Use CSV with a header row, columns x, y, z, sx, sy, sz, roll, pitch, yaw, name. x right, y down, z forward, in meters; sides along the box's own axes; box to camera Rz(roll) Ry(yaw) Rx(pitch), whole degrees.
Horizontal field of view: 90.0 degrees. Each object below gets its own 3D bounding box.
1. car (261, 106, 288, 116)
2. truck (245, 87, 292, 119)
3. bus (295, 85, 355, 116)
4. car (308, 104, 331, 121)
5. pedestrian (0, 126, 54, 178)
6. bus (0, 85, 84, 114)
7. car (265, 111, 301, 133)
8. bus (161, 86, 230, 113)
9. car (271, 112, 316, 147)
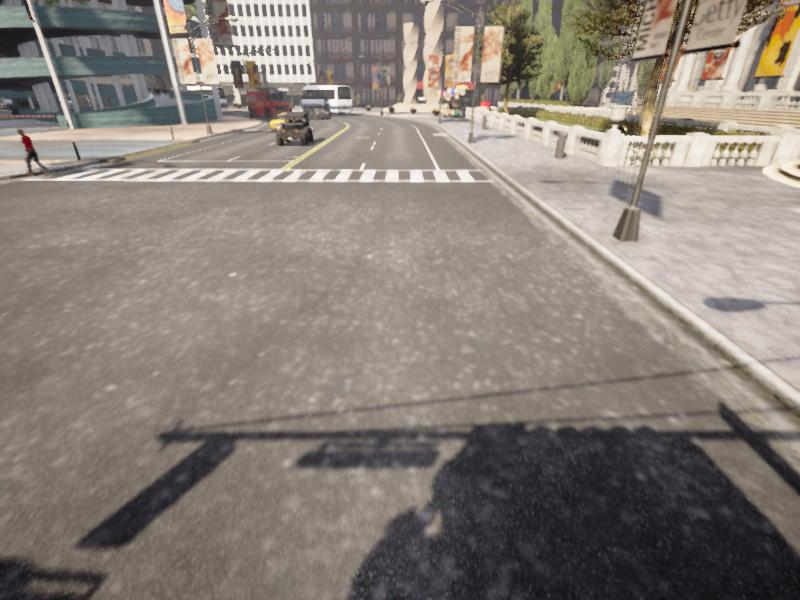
x,y,z,sx,sy,sz,roll,pitch,yaw,name
-20.105,-30.337,64.141,4.718,1.301,1.895,23,35,37,car
-19.318,-28.870,58.528,2.891,3.827,8.468,-21,34,-35,truck
-12.331,-32.608,65.360,10.273,4.253,3.944,23,35,37,bus
-10.661,-24.744,52.659,1.905,1.878,3.866,-11,29,-21,car
-14.835,-5.911,15.977,0.751,1.860,0.751,-1,27,-2,pedestrian
-61.325,-34.313,68.483,10.273,4.253,3.944,0,27,0,bus
-10.630,-16.396,36.755,1.801,1.575,5.366,-1,27,-1,car
-37.702,-37.149,74.094,10.273,4.253,3.944,3,27,6,bus
-7.040,-11.487,26.880,1.905,1.878,3.866,0,27,-1,car
